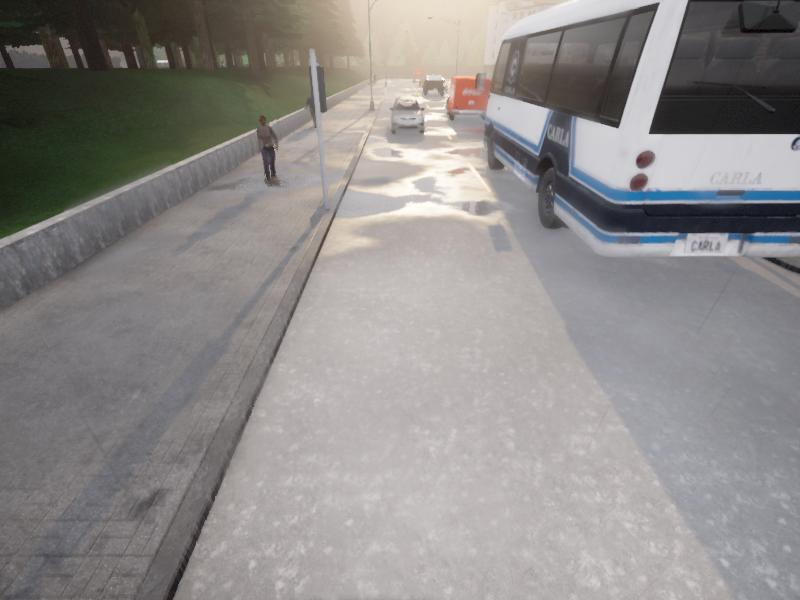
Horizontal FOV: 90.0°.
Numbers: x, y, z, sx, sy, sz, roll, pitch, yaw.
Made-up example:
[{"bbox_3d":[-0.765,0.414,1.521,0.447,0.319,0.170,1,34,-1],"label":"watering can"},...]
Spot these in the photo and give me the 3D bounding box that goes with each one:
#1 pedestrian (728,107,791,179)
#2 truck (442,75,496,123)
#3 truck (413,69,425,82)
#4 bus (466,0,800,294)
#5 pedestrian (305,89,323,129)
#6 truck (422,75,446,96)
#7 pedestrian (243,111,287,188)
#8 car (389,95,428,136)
[{"bbox_3d":[10.649,-4.676,11.892,0.751,1.860,0.751,26,39,37],"label":"pedestrian"},{"bbox_3d":[4.439,-13.592,26.830,2.627,2.467,5.204,0,31,0],"label":"truck"},{"bbox_3d":[4.287,-51.374,91.459,2.627,2.467,5.204,0,30,0],"label":"truck"},{"bbox_3d":[4.449,-4.517,9.517,3.944,4.253,10.273,0,30,0],"label":"bus"},{"bbox_3d":[-4.617,-10.237,21.428,0.751,1.860,0.751,-6,31,-10],"label":"pedestrian"},{"bbox_3d":[4.152,-26.807,49.793,2.390,2.098,6.274,0,30,0],"label":"truck"},{"bbox_3d":[-3.652,-4.131,10.980,0.751,1.860,0.751,-3,30,-6],"label":"pedestrian"},{"bbox_3d":[0.367,-9.894,21.345,1.851,1.617,3.988,-1,30,-1],"label":"car"}]
